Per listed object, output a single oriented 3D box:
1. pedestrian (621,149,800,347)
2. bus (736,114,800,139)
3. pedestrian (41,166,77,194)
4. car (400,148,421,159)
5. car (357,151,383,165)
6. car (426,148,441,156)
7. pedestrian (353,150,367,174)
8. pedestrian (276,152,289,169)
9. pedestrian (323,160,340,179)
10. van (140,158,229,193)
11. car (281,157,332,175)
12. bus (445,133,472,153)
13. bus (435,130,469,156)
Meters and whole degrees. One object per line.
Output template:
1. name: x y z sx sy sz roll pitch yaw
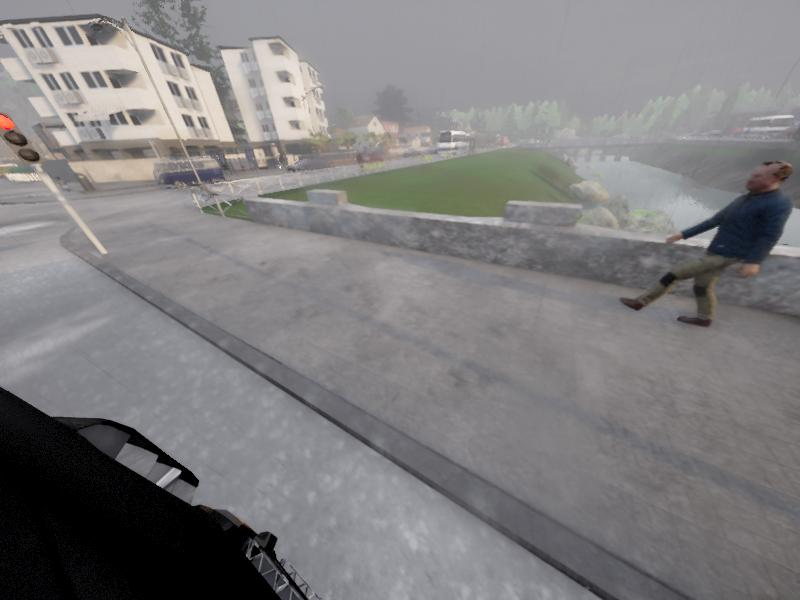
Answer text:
1. pedestrian: 3.427 -0.520 2.531 0.751 1.860 0.751 16 38 26
2. bus: 86.727 -40.826 54.652 3.944 4.253 10.273 16 38 26
3. pedestrian: -26.078 -9.194 17.712 0.751 1.860 0.751 22 41 32
4. car: 2.114 -28.480 44.896 1.930 1.638 5.238 16 38 26
5. car: -4.499 -21.891 35.565 1.851 1.617 3.988 16 38 26
6. car: 7.643 -33.859 52.774 1.994 1.385 4.181 16 38 26
7. pedestrian: -3.699 -12.709 21.305 0.751 1.860 0.751 15 37 24
8. pedestrian: -15.311 -18.113 30.055 0.751 1.860 0.751 16 38 26
9. pedestrian: -5.564 -10.618 18.823 0.751 1.300 0.751 12 36 21
10. van: -16.707 -9.935 18.249 1.775 1.987 4.442 16 38 26
11. car: -10.669 -15.663 26.901 2.033 1.411 5.357 16 38 26
12. bus: 16.459 -43.751 64.310 3.944 4.253 10.273 16 38 26
13. bus: 11.690 -34.840 51.344 3.944 4.253 10.273 16 38 26
